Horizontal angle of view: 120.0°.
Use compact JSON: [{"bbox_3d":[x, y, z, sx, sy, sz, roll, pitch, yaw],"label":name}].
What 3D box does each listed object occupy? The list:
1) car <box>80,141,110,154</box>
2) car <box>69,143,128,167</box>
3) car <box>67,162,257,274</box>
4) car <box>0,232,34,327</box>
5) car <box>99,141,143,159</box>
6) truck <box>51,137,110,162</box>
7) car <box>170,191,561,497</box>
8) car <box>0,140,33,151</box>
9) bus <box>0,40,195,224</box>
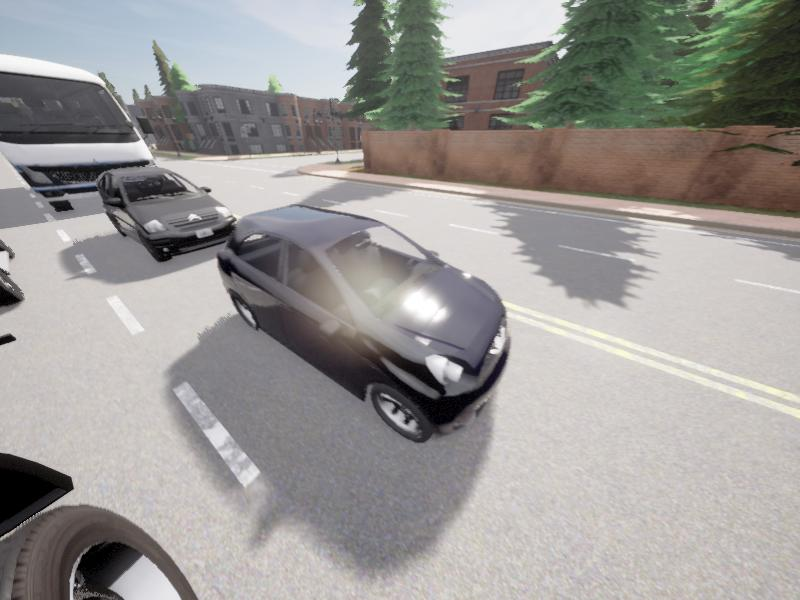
[{"bbox_3d":[-47.350,-23.699,35.811,4.193,1.474,1.816,22,41,27],"label":"car"},{"bbox_3d":[-28.331,-13.725,21.709,5.027,1.651,2.152,22,41,27],"label":"car"},{"bbox_3d":[-5.794,-2.280,5.690,3.988,1.617,1.851,22,41,27],"label":"car"},{"bbox_3d":[-7.986,-0.817,3.371,4.605,1.855,1.932,22,41,27],"label":"car"},{"bbox_3d":[-34.583,-18.668,28.656,5.027,1.651,2.152,22,41,27],"label":"car"},{"bbox_3d":[-34.963,-16.565,25.267,6.274,2.098,2.390,22,41,27],"label":"truck"},{"bbox_3d":[-0.534,-0.150,2.783,3.633,1.501,1.845,22,41,27],"label":"car"},{"bbox_3d":[-67.059,-26.739,39.891,1.845,1.501,3.633,-10,37,-15],"label":"car"},{"bbox_3d":[-14.169,-6.790,9.715,10.273,4.253,3.944,22,41,27],"label":"bus"}]
